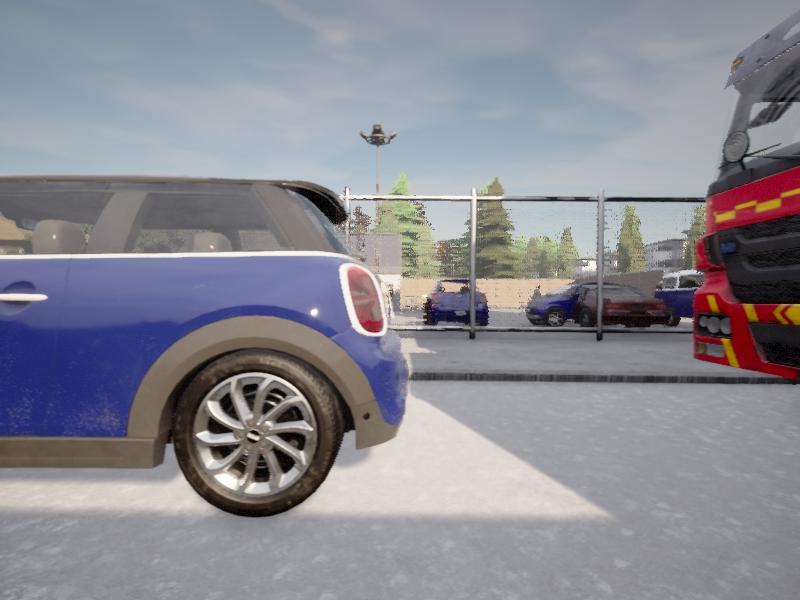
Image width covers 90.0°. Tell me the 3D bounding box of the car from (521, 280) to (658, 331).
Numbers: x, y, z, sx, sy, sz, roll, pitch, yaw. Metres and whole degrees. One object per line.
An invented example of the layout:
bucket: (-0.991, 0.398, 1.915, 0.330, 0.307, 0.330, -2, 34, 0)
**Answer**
car: (6.137, 0.161, 13.280, 3.705, 1.547, 1.789, 1, 0, 0)

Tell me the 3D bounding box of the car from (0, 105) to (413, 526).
car: (-2.218, 0.046, 2.756, 4.553, 1.767, 2.097, 1, 0, 1)

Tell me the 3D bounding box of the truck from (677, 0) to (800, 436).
truck: (7.164, -0.880, 2.772, 8.468, 3.827, 2.891, 1, 0, 0)
